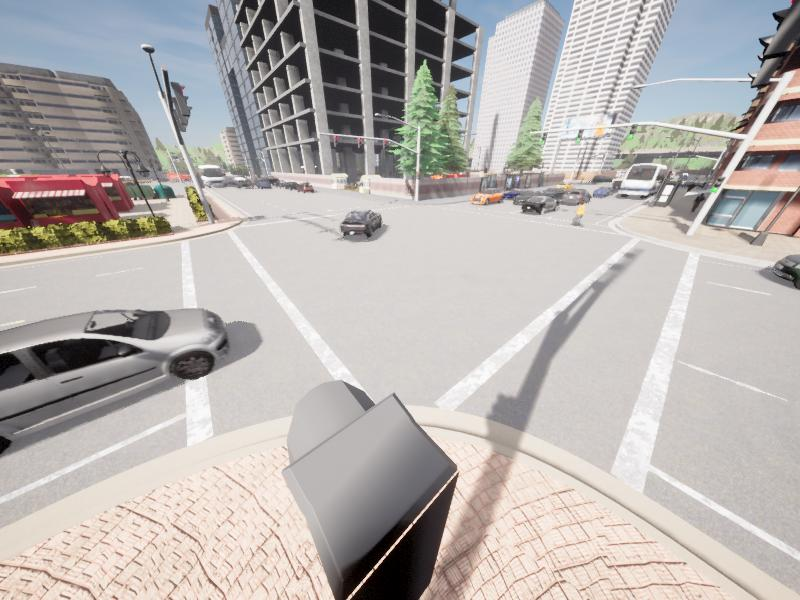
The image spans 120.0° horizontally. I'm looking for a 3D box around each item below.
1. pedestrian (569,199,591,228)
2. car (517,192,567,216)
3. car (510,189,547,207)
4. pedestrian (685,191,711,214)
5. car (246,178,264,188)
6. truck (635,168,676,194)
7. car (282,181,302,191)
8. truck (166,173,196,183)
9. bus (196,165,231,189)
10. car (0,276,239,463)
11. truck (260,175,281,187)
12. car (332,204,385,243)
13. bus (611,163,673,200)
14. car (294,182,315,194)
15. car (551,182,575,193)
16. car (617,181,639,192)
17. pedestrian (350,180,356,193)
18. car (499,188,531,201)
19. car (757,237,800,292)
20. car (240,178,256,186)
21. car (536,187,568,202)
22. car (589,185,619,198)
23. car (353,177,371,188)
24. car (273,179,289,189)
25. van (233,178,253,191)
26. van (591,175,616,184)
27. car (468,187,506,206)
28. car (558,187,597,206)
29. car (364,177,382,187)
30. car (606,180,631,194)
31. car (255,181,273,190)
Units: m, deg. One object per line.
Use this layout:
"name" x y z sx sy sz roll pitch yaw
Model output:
"pedestrian" 13.323 -6.406 17.162 0.751 1.860 0.751 17 34 27
"car" 14.316 -9.747 23.247 5.238 1.638 1.930 -21 36 -32
"car" 15.622 -12.414 28.014 4.892 1.490 1.837 -23 37 -34
"pedestrian" 27.570 -9.015 21.407 0.751 1.860 0.751 -24 38 -35
"car" -32.368 -26.160 51.584 2.152 1.651 5.027 -23 37 -34
"truck" 46.017 -21.575 41.542 8.468 3.827 2.891 -23 37 -34
"car" -20.828 -22.030 44.514 1.882 1.535 5.008 -23 37 -34
"truck" -62.055 -34.698 65.632 5.204 2.467 2.627 -12 32 -20
"bus" -40.546 -26.801 50.064 3.944 4.253 10.273 -23 37 -34
"car" -5.879 1.093 4.505 3.988 1.617 1.851 -23 37 -34
"truck" -30.214 -27.803 53.953 2.390 2.098 6.274 -23 37 -34
"car" -2.561 -5.384 15.796 2.128 1.511 4.902 4 30 7
"bus" 36.383 -17.816 34.596 10.273 4.253 3.944 -22 36 -34
"car" -16.556 -19.550 40.149 1.851 1.617 3.988 -23 37 -34
"car" 29.823 -20.656 42.245 5.008 1.535 1.882 -23 37 -34
"car" 44.061 -22.050 44.655 5.366 1.575 1.801 -23 37 -34
"pedestrian" -7.678 -18.455 37.648 0.751 1.860 0.751 -9 31 -16
"car" 16.067 -14.798 32.341 4.718 1.301 1.895 -23 37 -34
"car" 16.218 -0.903 7.905 3.705 1.549 1.789 21 36 32
"car" -37.360 -29.059 56.700 2.007 1.525 4.514 -23 37 -34
"car" 21.150 -14.728 32.022 4.892 1.490 1.837 -23 37 -34
"car" 31.312 -16.651 35.453 5.357 1.411 2.033 -23 37 -34
"car" -8.128 -24.929 48.916 1.905 1.878 3.866 -23 37 -34
"car" -25.198 -24.615 48.975 1.789 1.549 3.705 -23 37 -34
"van" -30.702 -22.658 45.099 2.069 2.038 4.480 -23 37 -34
"van" 53.993 -31.937 61.334 1.775 1.987 4.442 -22 37 -34
"car" 10.696 -12.768 28.325 4.553 1.767 2.097 -23 37 -34
"car" 22.067 -12.911 28.701 4.611 1.667 2.242 -23 37 -34
"car" -5.875 -25.875 50.553 1.905 1.878 3.866 -23 37 -34
"car" 38.121 -19.715 40.264 3.866 1.878 1.905 -23 37 -34
"car" -27.697 -23.301 46.885 1.994 1.385 4.181 -23 37 -34
